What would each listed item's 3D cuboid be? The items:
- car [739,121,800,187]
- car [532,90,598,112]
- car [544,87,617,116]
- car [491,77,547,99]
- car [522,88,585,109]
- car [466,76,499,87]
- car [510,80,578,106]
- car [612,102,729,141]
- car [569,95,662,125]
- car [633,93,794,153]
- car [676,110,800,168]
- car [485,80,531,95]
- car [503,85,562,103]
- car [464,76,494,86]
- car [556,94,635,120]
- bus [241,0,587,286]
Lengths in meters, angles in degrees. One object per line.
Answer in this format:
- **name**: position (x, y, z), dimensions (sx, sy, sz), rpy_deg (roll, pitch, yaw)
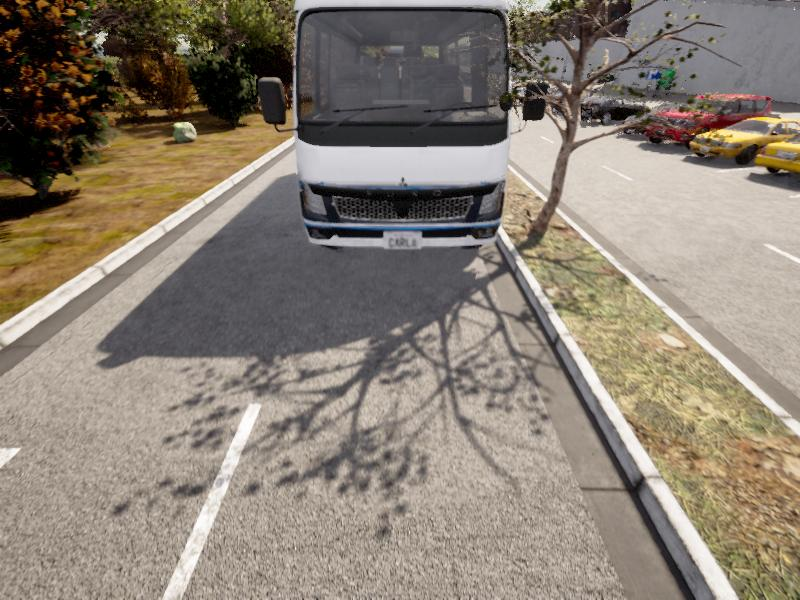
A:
- **car**: position (13.972, -4.765, 12.730), dimensions (5.366, 1.575, 1.946), rpy_deg (-10, 31, -18)
- **car**: position (13.796, -16.691, 33.486), dimensions (4.674, 1.452, 2.002), rpy_deg (-10, 32, -18)
- **car**: position (13.826, -15.338, 30.816), dimensions (4.553, 1.767, 2.185), rpy_deg (-10, 32, -18)
- **car**: position (13.767, -24.529, 46.284), dimensions (5.566, 2.045, 2.435), rpy_deg (-10, 33, -18)
- **car**: position (13.818, -18.224, 36.094), dimensions (4.792, 1.488, 2.163), rpy_deg (-10, 32, -18)
- **car**: position (13.758, -36.588, 67.062), dimensions (4.792, 1.488, 2.163), rpy_deg (-10, 33, -18)
- **car**: position (13.821, -19.978, 38.543), dimensions (5.566, 2.045, 2.435), rpy_deg (-10, 32, -18)
- **car**: position (13.771, -9.199, 20.472), dimensions (4.792, 1.488, 2.163), rpy_deg (-10, 32, -18)
- **car**: position (13.788, -12.225, 25.672), dimensions (5.008, 1.535, 2.097), rpy_deg (-10, 31, -18)
- **car**: position (13.777, -7.942, 17.730), dimensions (5.566, 2.045, 2.435), rpy_deg (-10, 32, -18)
- **car**: position (13.624, -6.204, 15.209), dimensions (5.366, 1.575, 1.946), rpy_deg (-10, 32, -18)
- **car**: position (13.960, -27.426, 51.650), dimensions (5.366, 1.575, 1.946), rpy_deg (-10, 32, -17)
- **car**: position (13.619, -21.246, 41.193), dimensions (5.366, 1.575, 1.946), rpy_deg (-10, 32, -18)
- **car**: position (13.778, -38.126, 69.659), dimensions (4.674, 1.452, 2.002), rpy_deg (-10, 32, -17)
- **car**: position (13.797, -13.689, 28.292), dimensions (4.674, 1.452, 2.002), rpy_deg (-10, 32, -18)
- **bus**: position (0.133, -4.641, 9.782), dimensions (3.944, 4.253, 10.273), rpy_deg (0, 30, 0)
